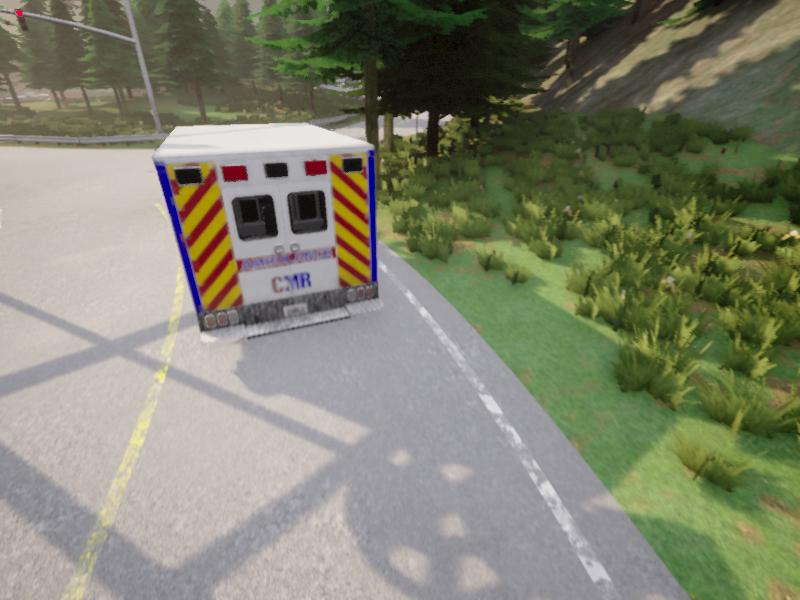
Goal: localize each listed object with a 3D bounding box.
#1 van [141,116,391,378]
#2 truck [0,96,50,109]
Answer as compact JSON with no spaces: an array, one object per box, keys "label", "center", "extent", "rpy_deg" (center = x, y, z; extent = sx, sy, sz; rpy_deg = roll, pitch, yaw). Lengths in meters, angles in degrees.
[{"label":"van","center":[-2.456,-1.736,7.104],"extent":[2.351,2.431,6.366],"rpy_deg":[-11,30,-20]},{"label":"truck","center":[-68.972,-36.470,73.768],"extent":[2.390,2.098,6.274],"rpy_deg":[6,28,12]}]
